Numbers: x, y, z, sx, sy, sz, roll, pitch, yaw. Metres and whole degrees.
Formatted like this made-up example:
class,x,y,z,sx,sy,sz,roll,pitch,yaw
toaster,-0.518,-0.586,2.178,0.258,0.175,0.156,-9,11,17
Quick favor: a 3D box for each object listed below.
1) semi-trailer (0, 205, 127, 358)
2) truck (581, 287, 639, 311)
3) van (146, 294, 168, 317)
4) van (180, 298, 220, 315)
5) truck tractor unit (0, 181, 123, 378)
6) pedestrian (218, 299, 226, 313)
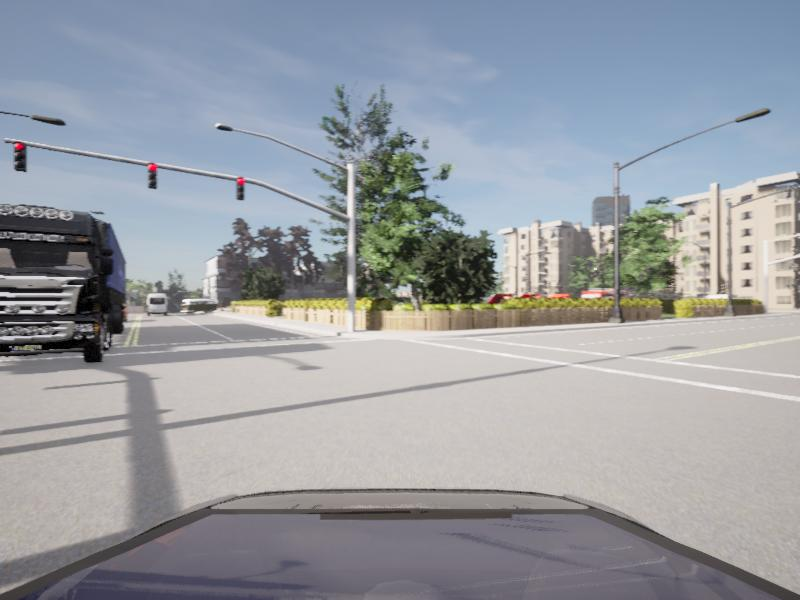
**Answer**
class,x,y,z,sx,sy,sz,roll,pitch,yaw
semi-trailer,-14.262,-0.516,18.170,2.717,4.402,14.254,0,0,-33
truck,35.836,-0.125,68.721,2.891,3.827,8.468,0,0,-31
van,-28.888,0.579,47.465,1.988,2.561,5.915,0,0,-33
van,-28.049,0.899,56.136,2.069,2.038,4.480,-3,0,38
truck tractor unit,-9.971,-0.435,11.514,3.053,4.208,6.516,0,0,-33
pedestrian,-24.197,0.758,54.329,0.751,1.860,0.751,0,0,-42
